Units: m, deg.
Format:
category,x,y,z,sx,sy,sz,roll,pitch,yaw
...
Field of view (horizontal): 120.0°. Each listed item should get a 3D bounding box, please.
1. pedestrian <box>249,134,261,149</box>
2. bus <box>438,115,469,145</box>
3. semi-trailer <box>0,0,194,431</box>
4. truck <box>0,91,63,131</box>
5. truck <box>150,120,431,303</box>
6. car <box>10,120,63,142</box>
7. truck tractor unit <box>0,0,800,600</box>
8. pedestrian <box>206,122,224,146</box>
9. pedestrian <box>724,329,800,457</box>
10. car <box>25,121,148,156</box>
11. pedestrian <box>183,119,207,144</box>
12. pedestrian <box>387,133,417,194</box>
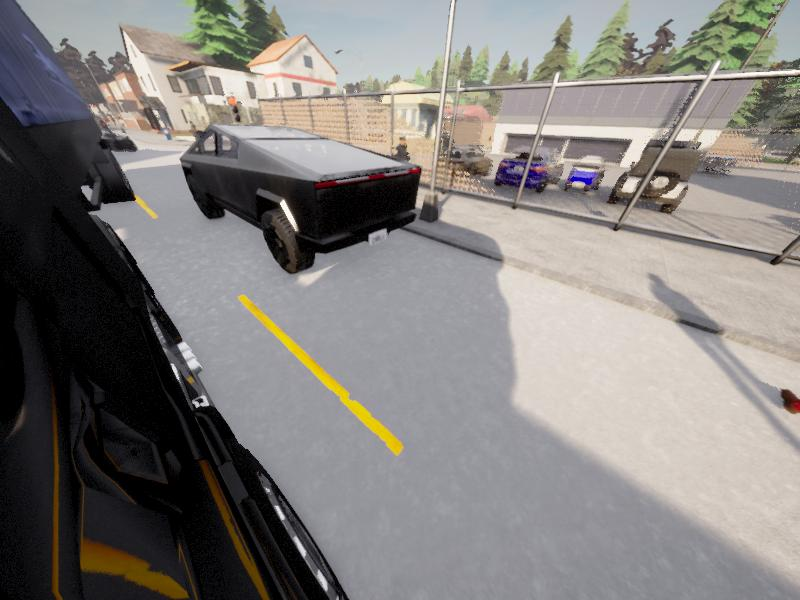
category,x,y,z,sx,sy,sz,roll,pitch,yaw
pedestrian,-13.821,-15.150,22.047,0.500,1.100,0.500,13,38,14
bus,10.189,-33.584,45.581,3.944,4.253,10.273,3,37,0
semi-trailer,-8.310,-3.847,4.570,2.717,4.402,14.254,-29,47,-35
truck,-49.453,-25.303,31.136,8.468,3.827,2.891,28,44,30
truck,-2.707,-2.600,5.192,6.274,2.098,2.390,28,44,30
car,-32.709,-15.295,20.870,4.181,1.385,1.994,28,44,30
truck tractor unit,-2.645,-0.295,0.351,6.516,4.208,3.053,28,44,30
pedestrian,-17.656,-15.805,22.047,0.751,1.860,0.751,-20,43,-28
pedestrian,3.810,0.482,1.644,0.751,1.860,0.751,23,41,25
car,-20.615,-10.779,15.373,5.238,1.638,1.930,7,38,5
pedestrian,-19.469,-15.987,21.989,0.751,1.860,0.751,2,37,0
pedestrian,0.044,-5.146,8.752,0.751,1.860,0.751,-25,45,-31
